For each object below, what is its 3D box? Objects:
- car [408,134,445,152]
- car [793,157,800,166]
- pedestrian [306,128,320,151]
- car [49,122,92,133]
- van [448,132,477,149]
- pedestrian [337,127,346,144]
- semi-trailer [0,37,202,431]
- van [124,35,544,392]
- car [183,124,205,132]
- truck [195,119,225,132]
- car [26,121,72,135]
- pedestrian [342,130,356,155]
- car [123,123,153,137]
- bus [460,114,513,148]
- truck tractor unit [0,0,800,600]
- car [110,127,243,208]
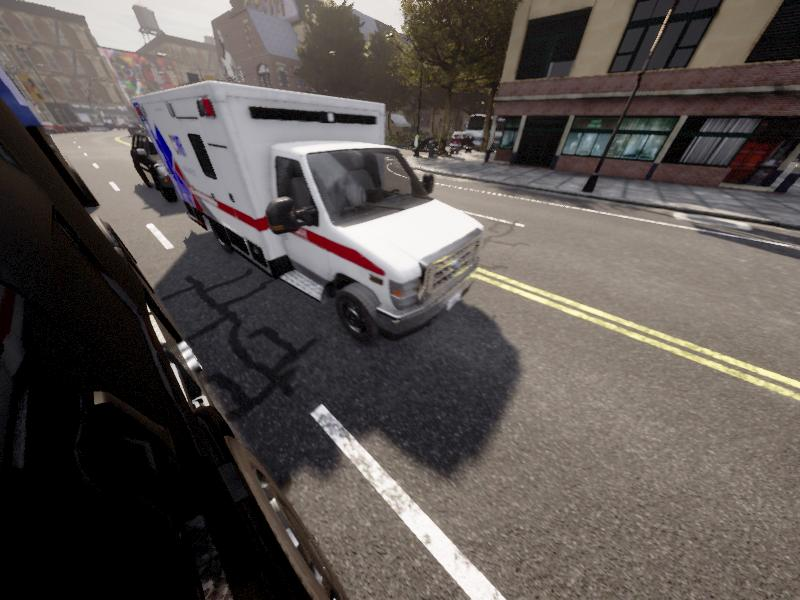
[{"bbox_3d":[3.426,-19.798,29.085,1.930,1.638,5.238,27,43,30],"label":"car"},{"bbox_3d":[48.677,-15.917,26.260,1.837,1.490,4.892,19,40,21],"label":"car"},{"bbox_3d":[-8.968,-16.577,23.892,0.751,1.860,0.751,28,44,30],"label":"pedestrian"},{"bbox_3d":[-53.352,-28.030,37.597,1.895,1.301,4.718,-11,39,-17],"label":"car"},{"bbox_3d":[9.465,-24.128,34.895,2.069,2.038,4.480,28,44,30],"label":"van"},{"bbox_3d":[-8.077,-22.803,32.076,0.751,1.860,0.751,23,42,26],"label":"pedestrian"},{"bbox_3d":[-8.758,-3.536,4.209,14.254,4.402,2.717,27,43,30],"label":"semi-trailer"},{"bbox_3d":[-1.755,-1.840,3.951,6.366,2.431,2.351,28,44,30],"label":"van"},{"bbox_3d":[-53.848,-45.126,60.551,1.970,1.475,3.806,7,37,6],"label":"car"},{"bbox_3d":[-50.054,-46.006,61.021,2.627,2.467,5.204,9,37,9],"label":"truck"},{"bbox_3d":[-50.694,-25.002,33.522,2.002,1.452,4.674,-18,41,-25],"label":"car"},{"bbox_3d":[-4.693,-14.435,21.220,0.751,1.860,0.751,23,41,25],"label":"pedestrian"},{"bbox_3d":[-40.024,-26.114,35.406,1.930,1.638,5.238,-21,42,-28],"label":"car"},{"bbox_3d":[14.974,-28.908,39.760,3.944,4.253,10.273,28,43,30],"label":"bus"},{"bbox_3d":[-2.645,-0.295,0.351,6.516,4.208,3.053,28,44,30],"label":"truck tractor unit"},{"bbox_3d":[-7.952,-4.888,8.209,4.605,1.855,1.932,28,44,30],"label":"car"}]
